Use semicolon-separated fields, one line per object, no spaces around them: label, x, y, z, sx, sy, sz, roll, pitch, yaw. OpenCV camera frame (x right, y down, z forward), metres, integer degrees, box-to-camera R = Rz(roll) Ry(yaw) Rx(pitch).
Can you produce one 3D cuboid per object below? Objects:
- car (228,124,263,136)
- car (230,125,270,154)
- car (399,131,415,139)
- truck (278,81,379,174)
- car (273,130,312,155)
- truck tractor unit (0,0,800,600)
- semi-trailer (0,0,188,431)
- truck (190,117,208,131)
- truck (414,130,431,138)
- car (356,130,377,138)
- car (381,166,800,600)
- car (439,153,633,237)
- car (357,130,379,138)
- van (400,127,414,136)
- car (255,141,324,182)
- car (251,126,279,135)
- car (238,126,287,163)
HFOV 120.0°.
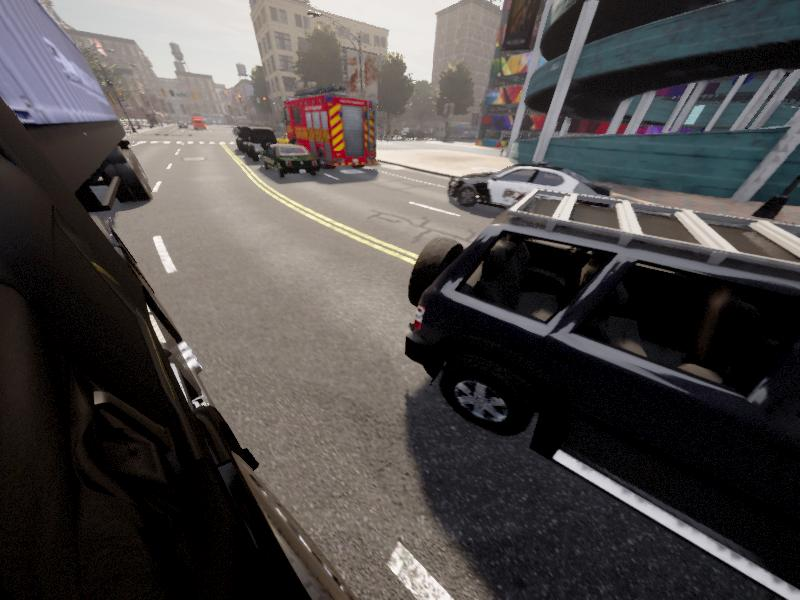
car;-28.450;-31.408;42.756;2.242;1.667;4.611;20;40;22
car;-13.014;-13.938;20.025;1.905;1.878;3.866;-21;43;-29
car;1.968;-44.628;62.573;3.988;1.617;1.851;-21;43;-28
truck;-4.887;-11.149;15.166;2.891;3.827;8.468;-22;43;-29
car;-10.200;-14.950;21.830;1.801;1.575;5.366;-21;43;-28
truck tractor unit;-2.645;-0.295;0.352;6.516;4.208;3.053;28;44;30
semi-trailer;-8.084;-3.954;4.760;2.717;4.402;14.254;-27;46;-33
truck;-49.651;-43.576;57.068;2.627;2.467;5.204;-21;45;-28
truck;7.634;-57.233;79.507;2.390;2.098;6.274;-20;42;-27
car;-8.682;-43.068;59.884;4.892;1.490;1.837;-21;43;-28
car;2.289;0.462;1.618;4.605;1.855;1.932;24;42;27
car;4.082;-3.766;7.720;4.974;1.542;2.038;26;42;28
car;-7.886;-40.840;56.918;4.902;1.511;2.128;-21;43;-28
van;2.620;-65.537;90.003;1.988;2.561;5.915;-22;43;-29
car;-6.009;-7.537;12.352;1.895;1.301;4.718;-23;44;-30
car;-29.346;-36.887;50.270;4.674;1.442;1.812;-2;37;-6
car;-9.660;-10.954;16.221;1.905;1.878;3.866;-21;43;-29
